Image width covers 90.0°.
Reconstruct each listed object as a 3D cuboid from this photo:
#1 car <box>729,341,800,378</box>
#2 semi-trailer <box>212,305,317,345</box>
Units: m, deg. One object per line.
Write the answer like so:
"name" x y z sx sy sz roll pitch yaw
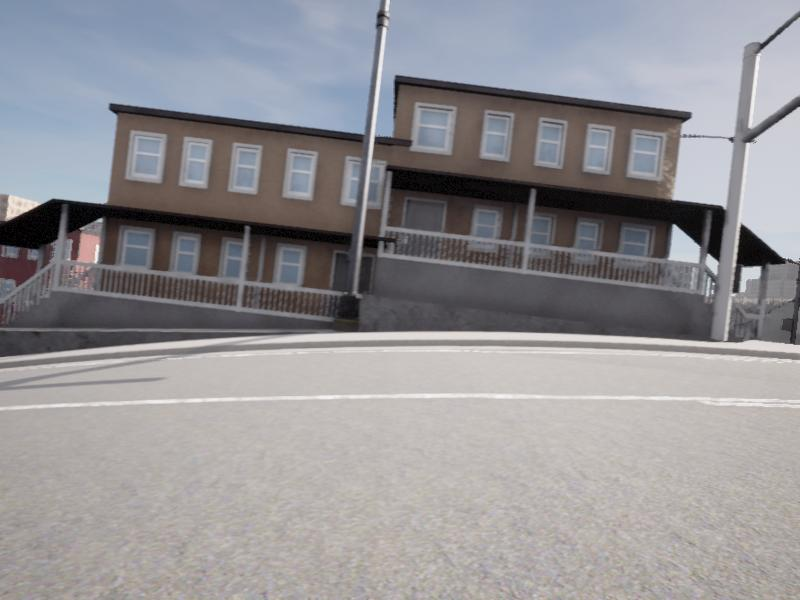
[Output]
"car" 19.075 2.949 19.466 2.038 1.542 4.974 6 -8 1
"semi-trailer" -20.112 3.758 60.290 14.254 4.402 2.717 7 0 -7
